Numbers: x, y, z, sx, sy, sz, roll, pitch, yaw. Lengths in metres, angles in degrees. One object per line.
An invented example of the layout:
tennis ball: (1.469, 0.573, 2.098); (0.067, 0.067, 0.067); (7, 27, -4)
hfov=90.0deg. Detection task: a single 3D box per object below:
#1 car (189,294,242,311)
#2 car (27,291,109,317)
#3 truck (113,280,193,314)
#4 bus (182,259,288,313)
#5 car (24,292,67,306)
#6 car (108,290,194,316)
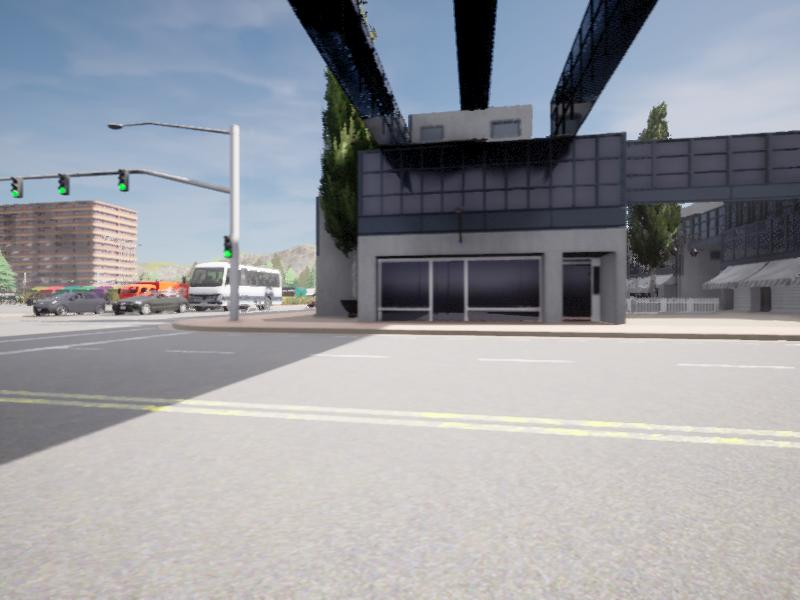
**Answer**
car: (-17.960, 0.219, 39.261); (1.801, 1.575, 5.366); (0, 0, 12)
car: (-20.859, 0.242, 25.315); (1.845, 1.501, 3.633); (0, 0, 11)
truck: (-19.507, -0.227, 31.976); (2.627, 2.467, 5.204); (0, 0, 12)
bus: (-14.717, -1.118, 37.103); (3.944, 4.253, 10.273); (0, 0, 12)
car: (-47.872, -0.071, 54.042); (4.605, 1.855, 1.932); (0, 0, 11)
car: (-16.871, 0.195, 27.489); (2.152, 1.651, 5.027); (0, 0, 10)
